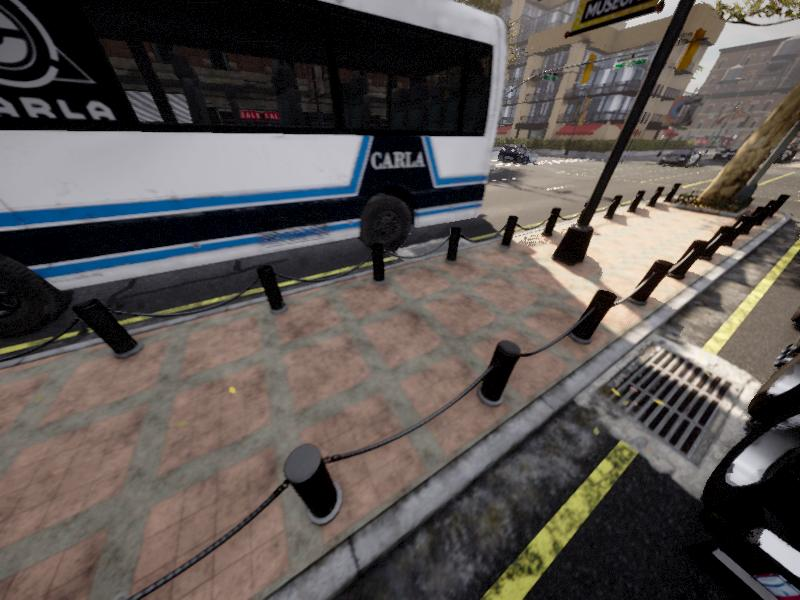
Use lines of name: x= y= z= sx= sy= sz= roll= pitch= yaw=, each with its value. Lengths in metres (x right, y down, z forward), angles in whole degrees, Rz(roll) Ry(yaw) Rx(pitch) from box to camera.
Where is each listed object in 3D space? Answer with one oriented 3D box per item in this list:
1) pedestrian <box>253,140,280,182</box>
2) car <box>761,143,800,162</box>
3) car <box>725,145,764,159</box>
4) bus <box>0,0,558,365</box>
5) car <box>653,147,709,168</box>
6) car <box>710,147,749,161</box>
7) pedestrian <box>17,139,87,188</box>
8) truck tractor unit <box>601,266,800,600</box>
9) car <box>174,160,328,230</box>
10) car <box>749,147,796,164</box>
pedestrian: x=-7.154 y=-7.471 z=12.442 sx=0.751 sy=1.860 sz=0.751 roll=-14 pitch=38 yaw=-19
car: x=50.843 y=-19.582 z=30.641 sx=4.605 sy=1.855 sz=1.932 roll=-19 pitch=40 yaw=-23
car: x=50.627 y=-21.748 z=33.907 sx=5.238 sy=1.638 sz=1.930 roll=-18 pitch=39 yaw=-24
bus: x=-2.806 y=-2.900 z=4.301 sx=10.273 sy=4.253 sz=3.944 roll=-18 pitch=39 yaw=-24
car: x=28.485 y=-14.455 z=23.394 sx=4.974 sy=1.542 sz=2.038 roll=-18 pitch=40 yaw=-24
car: x=43.846 y=-19.459 z=30.724 sx=3.806 sy=1.475 sz=1.970 roll=-18 pitch=39 yaw=-24
pedestrian: x=-15.710 y=-6.187 z=10.506 sx=0.751 sy=1.860 sz=0.751 roll=-16 pitch=39 yaw=-22
truck tractor unit: x=5.118 y=-0.294 z=0.766 sx=6.516 sy=4.208 sz=3.053 roll=-18 pitch=39 yaw=-24
car: x=-4.589 y=-3.632 z=7.654 sx=3.633 sy=1.501 sz=1.845 roll=-18 pitch=40 yaw=-24
car: x=45.440 y=-17.668 z=28.175 sx=4.974 sy=1.542 sz=2.038 roll=-18 pitch=39 yaw=-24
